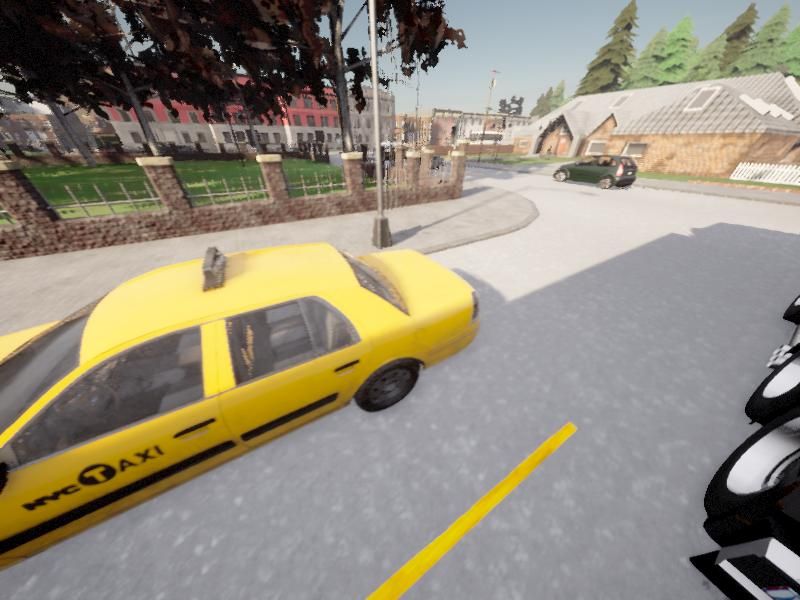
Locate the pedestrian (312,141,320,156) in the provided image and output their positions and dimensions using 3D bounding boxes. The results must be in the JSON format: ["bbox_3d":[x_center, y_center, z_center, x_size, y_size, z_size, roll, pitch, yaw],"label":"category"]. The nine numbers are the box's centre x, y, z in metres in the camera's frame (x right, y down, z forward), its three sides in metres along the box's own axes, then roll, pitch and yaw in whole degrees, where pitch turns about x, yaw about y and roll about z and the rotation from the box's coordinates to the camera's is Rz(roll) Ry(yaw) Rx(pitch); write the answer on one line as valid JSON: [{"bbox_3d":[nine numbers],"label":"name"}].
[{"bbox_3d":[-12.548,-22.641,34.576,0.751,1.860,0.751,-4,35,-6],"label":"pedestrian"}]

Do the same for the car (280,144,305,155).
[{"bbox_3d":[-18.757,-26.400,40.447,3.633,1.501,1.845,-13,37,-19],"label":"car"}]

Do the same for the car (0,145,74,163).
[{"bbox_3d":[-41.346,-16.560,26.170,4.514,1.525,2.007,-18,39,-24],"label":"car"}]

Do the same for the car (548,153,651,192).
[{"bbox_3d":[11.520,-7.730,13.769,1.851,1.617,3.988,-13,37,-19],"label":"car"}]

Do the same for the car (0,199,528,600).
[{"bbox_3d":[-1.662,0.398,2.035,5.366,1.575,1.801,-18,39,-24],"label":"car"}]

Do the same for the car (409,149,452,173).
[{"bbox_3d":[2.514,-12.233,20.243,1.845,1.501,3.633,-18,39,-24],"label":"car"}]

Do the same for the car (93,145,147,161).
[{"bbox_3d":[-35.116,-18.604,29.123,3.705,1.549,1.789,-18,39,-24],"label":"car"}]

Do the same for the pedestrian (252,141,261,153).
[{"bbox_3d":[-26.052,-27.753,41.826,0.751,1.860,0.751,-24,41,-30],"label":"pedestrian"}]

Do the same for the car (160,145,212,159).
[{"bbox_3d":[-29.282,-20.482,31.909,4.892,1.490,1.837,-19,39,-25],"label":"car"}]

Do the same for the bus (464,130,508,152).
[{"bbox_3d":[22.062,-40.735,59.293,10.273,4.253,3.944,-18,39,-24],"label":"bus"}]

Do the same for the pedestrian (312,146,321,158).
[{"bbox_3d":[-11.355,-20.027,31.321,0.751,1.300,0.751,-18,39,-24],"label":"pedestrian"}]

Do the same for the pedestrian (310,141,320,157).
[{"bbox_3d":[-12.523,-22.278,34.055,0.751,1.860,0.751,10,36,14],"label":"pedestrian"}]

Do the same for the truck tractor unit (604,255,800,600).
[{"bbox_3d":[5.100,-0.308,0.817,6.516,4.208,3.053,-19,39,-25],"label":"truck tractor unit"}]

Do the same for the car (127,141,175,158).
[{"bbox_3d":[-35.157,-21.366,32.792,3.866,1.878,1.905,-18,39,-24],"label":"car"}]

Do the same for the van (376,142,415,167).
[{"bbox_3d":[-0.578,-15.528,24.508,2.069,2.038,4.480,-18,39,-24],"label":"van"}]

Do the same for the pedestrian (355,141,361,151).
[{"bbox_3d":[-8.962,-32.996,49.468,0.751,1.860,0.751,-21,40,-28],"label":"pedestrian"}]

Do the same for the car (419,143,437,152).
[{"bbox_3d":[6.342,-34.762,52.617,3.633,1.501,1.845,-18,39,-24],"label":"car"}]
